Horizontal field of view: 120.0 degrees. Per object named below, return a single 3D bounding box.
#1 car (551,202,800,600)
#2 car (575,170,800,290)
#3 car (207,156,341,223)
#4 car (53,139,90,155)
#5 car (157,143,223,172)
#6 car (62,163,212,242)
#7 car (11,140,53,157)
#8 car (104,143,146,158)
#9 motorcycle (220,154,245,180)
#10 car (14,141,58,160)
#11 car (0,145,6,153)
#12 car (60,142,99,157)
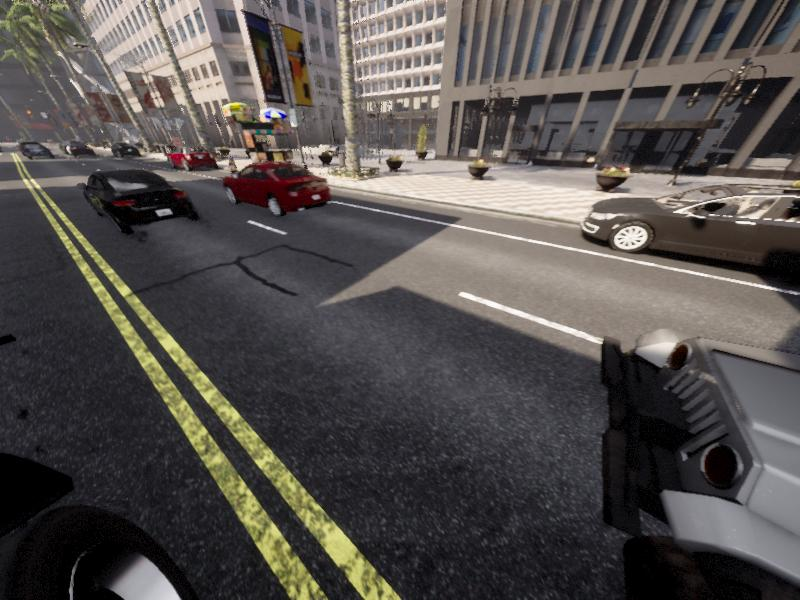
[{"bbox_3d":[3.080,1.164,0.642,3.866,1.878,1.905,22,41,28],"label":"car"},{"bbox_3d":[7.083,-1.693,5.039,4.892,1.521,2.231,22,41,28],"label":"car"},{"bbox_3d":[-4.785,-4.361,8.715,5.008,1.535,1.882,22,41,28],"label":"car"},{"bbox_3d":[-46.732,-21.809,32.868,4.553,1.767,2.097,23,41,28],"label":"car"},{"bbox_3d":[-16.973,-11.610,18.671,4.553,1.767,2.185,22,41,28],"label":"car"},{"bbox_3d":[-8.266,-3.278,7.231,4.674,1.442,1.812,22,41,28],"label":"car"},{"bbox_3d":[-47.809,-19.728,30.014,4.611,1.667,2.242,23,41,28],"label":"car"},{"bbox_3d":[-34.787,-18.961,29.208,4.792,1.488,2.163,22,41,28],"label":"car"},{"bbox_3d":[-11.036,-8.851,15.303,0.764,1.277,2.356,-15,38,-20],"label":"motorcycle"},{"bbox_3d":[-42.253,-17.393,26.790,4.856,1.649,2.033,23,41,28],"label":"car"},{"bbox_3d":[-63.230,-23.596,35.530,4.792,1.488,2.163,23,41,28],"label":"car"},{"bbox_3d":[-41.634,-19.577,29.976,4.974,1.542,2.038,23,41,28],"label":"car"}]
